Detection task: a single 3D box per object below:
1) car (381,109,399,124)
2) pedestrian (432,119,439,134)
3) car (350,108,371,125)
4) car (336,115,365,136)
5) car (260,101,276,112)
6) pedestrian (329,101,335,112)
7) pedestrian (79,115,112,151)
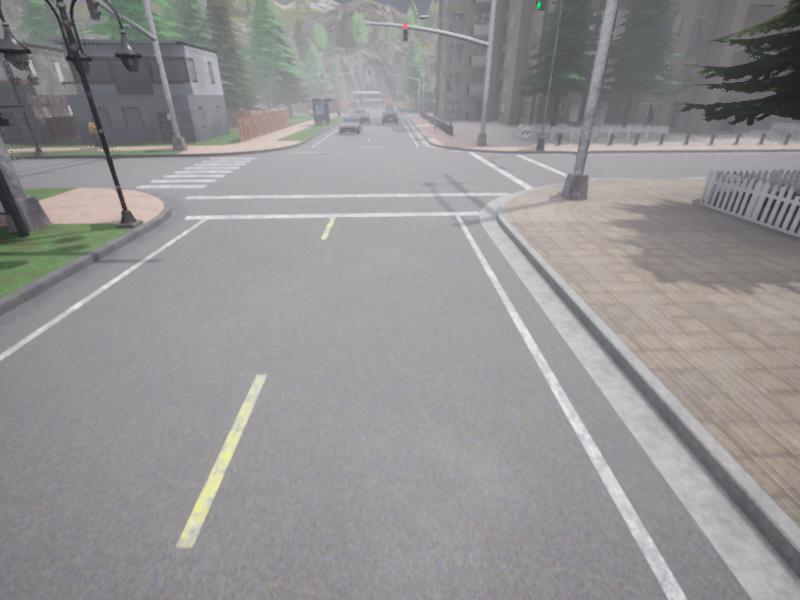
[{"bbox_3d":[-1.233,-22.676,49.398,2.038,1.542,4.974,-1,27,-1],"label":"car"},{"bbox_3d":[2.983,-14.466,33.405,0.500,1.100,0.500,-2,27,-4],"label":"pedestrian"},{"bbox_3d":[-4.704,-22.199,48.354,2.152,1.651,5.027,-1,27,-1],"label":"car"},{"bbox_3d":[-4.339,-15.634,35.755,2.033,1.411,5.357,-1,27,-1],"label":"car"},{"bbox_3d":[-27.230,-40.016,82.622,1.932,1.855,4.605,-1,27,-2],"label":"car"},{"bbox_3d":[-13.620,-38.687,79.973,0.751,1.860,0.751,5,27,9],"label":"pedestrian"},{"bbox_3d":[-17.570,-9.663,23.124,0.751,1.860,0.751,6,28,12],"label":"pedestrian"}]
